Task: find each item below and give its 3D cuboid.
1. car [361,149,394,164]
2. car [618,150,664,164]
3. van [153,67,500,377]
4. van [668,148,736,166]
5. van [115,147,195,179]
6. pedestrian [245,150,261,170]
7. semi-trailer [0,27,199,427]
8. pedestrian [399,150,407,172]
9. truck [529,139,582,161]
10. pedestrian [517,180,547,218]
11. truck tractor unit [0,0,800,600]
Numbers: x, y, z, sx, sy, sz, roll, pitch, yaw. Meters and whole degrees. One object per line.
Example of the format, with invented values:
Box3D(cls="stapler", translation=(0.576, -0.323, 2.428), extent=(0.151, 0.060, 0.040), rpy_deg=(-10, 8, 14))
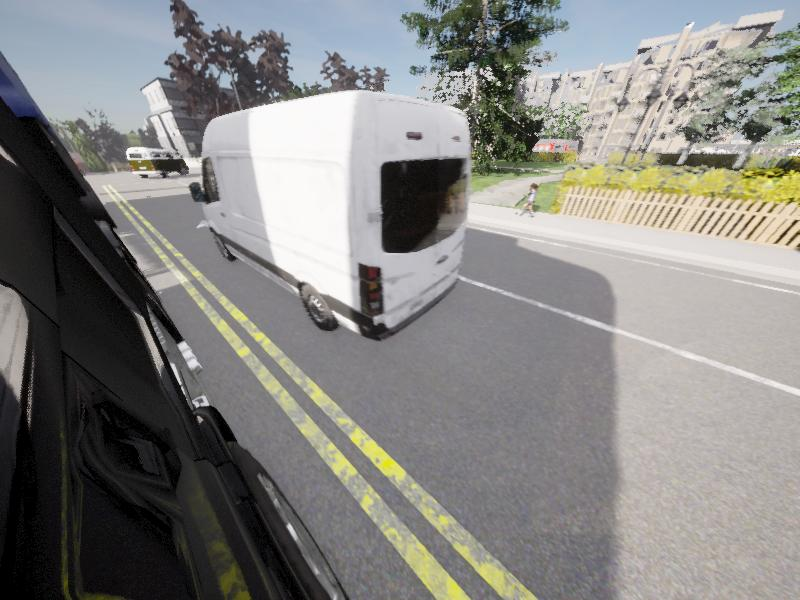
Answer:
Box3D(cls="car", translation=(-3.579, -23.775, 38.130), extent=(2.150, 2.045, 5.566), rpy_deg=(25, 41, 33))
Box3D(cls="car", translation=(44.992, -26.828, 43.300), extent=(5.566, 2.045, 2.150), rpy_deg=(26, 41, 33))
Box3D(cls="van", translation=(-1.820, -1.660, 4.170), extent=(5.915, 2.561, 1.988), rpy_deg=(25, 41, 32))
Box3D(cls="van", translation=(50.688, -24.229, 39.077), extent=(6.366, 2.431, 2.351), rpy_deg=(26, 41, 33))
Box3D(cls="van", translation=(-19.947, -11.399, 19.225), extent=(2.069, 2.038, 4.480), rpy_deg=(-6, 32, -8))
Box3D(cls="pedestrian", translation=(-16.535, -15.778, 25.986), extent=(0.751, 1.860, 0.751), rpy_deg=(15, 36, 21))
Box3D(cls="semi-trailer", translation=(-8.780, -3.197, 4.595), extent=(14.254, 4.402, 2.717), rpy_deg=(23, 40, 33))
Box3D(cls="pedestrian", translation=(0.292, -13.483, 22.425), extent=(0.751, 1.860, 0.751), rpy_deg=(4, 34, 6))
Box3D(cls="truck", translation=(33.994, -33.027, 50.960), extent=(8.468, 3.827, 2.891), rpy_deg=(27, 42, 34))
Box3D(cls="pedestrian", translation=(4.599, -3.532, 8.071), extent=(0.500, 1.100, 0.500), rpy_deg=(27, 42, 34))
Box3D(cls="truck tractor unit", translation=(-2.645, -0.295, 0.351), extent=(6.516, 4.208, 3.053), rpy_deg=(28, 44, 30))
